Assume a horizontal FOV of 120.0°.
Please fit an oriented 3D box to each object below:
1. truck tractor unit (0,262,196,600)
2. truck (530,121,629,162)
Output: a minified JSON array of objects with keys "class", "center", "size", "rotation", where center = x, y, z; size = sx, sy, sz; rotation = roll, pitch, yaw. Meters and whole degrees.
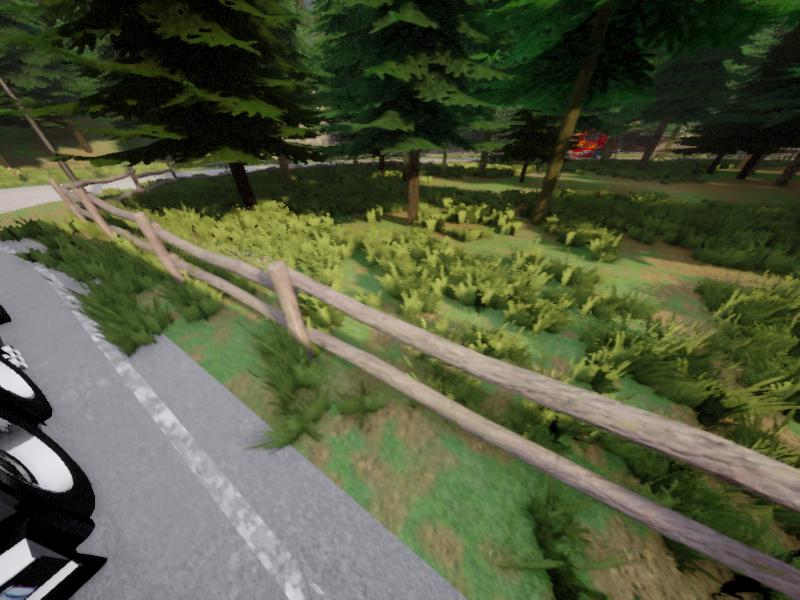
[{"class":"truck tractor unit","center":[-5.110,-0.301,0.789],"size":[6.516,4.208,3.053],"rotation":[18,39,24]},{"class":"truck","center":[21.273,-19.140,28.027],"size":[8.468,3.827,2.891],"rotation":[0,35,0]}]
